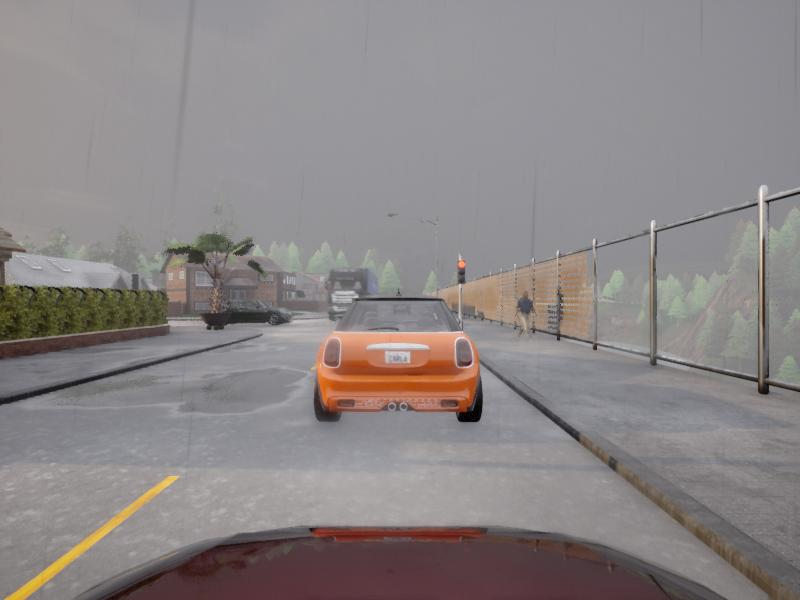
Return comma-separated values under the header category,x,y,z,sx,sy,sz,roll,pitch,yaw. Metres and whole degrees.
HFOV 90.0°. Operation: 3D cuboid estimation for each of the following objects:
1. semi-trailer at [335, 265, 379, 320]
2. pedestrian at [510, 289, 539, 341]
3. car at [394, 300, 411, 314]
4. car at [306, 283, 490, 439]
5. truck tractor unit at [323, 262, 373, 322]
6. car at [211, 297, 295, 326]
category,x,y,z,sx,sy,sz,roll,pitch,yaw
semi-trailer,-3.814,-0.617,39.092,2.717,4.402,14.254,0,0,0
pedestrian,4.589,0.533,14.756,0.751,1.860,0.751,0,0,-11
car,0.236,0.823,46.785,1.882,1.535,5.008,0,0,0
car,-0.001,0.694,6.836,2.097,1.767,4.553,0,0,1
truck tractor unit,-3.845,-0.521,31.179,3.053,4.208,6.516,0,0,0
car,-9.095,0.694,25.055,4.553,1.767,2.097,0,0,-5
